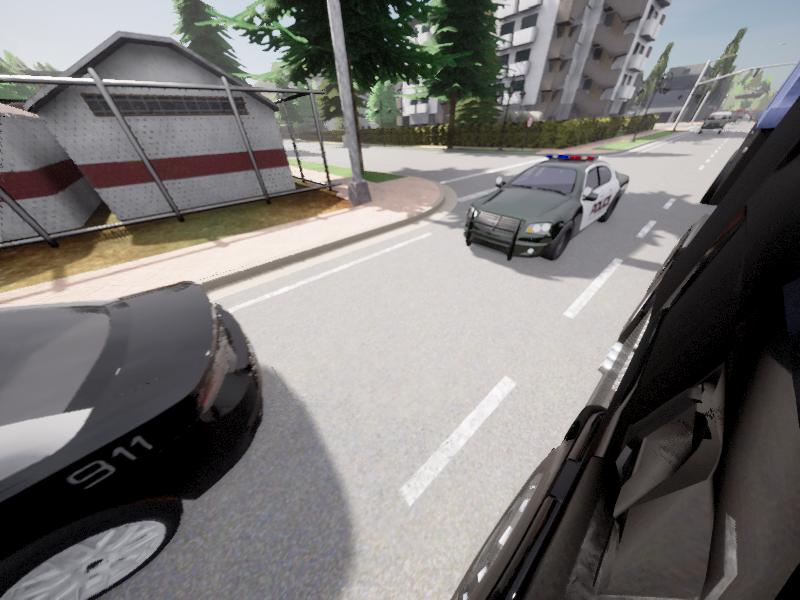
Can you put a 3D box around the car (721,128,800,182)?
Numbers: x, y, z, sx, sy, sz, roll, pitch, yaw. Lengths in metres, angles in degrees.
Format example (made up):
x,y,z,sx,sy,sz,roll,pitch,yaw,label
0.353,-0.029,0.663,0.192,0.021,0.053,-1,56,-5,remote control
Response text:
x,y,z,sx,sy,sz,roll,pitch,yaw,label
15.505,-6.102,9.531,3.806,1.475,1.970,-28,43,-29,car

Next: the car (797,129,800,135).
x,y,z,sx,sy,sz,roll,pitch,yaw,label
39.772,-16.496,21.639,5.366,1.575,1.801,-28,44,-30,car

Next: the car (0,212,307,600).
x,y,z,sx,sy,sz,roll,pitch,yaw,label
-3.456,1.298,0.794,5.238,1.638,1.930,-28,44,-30,car

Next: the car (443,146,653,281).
x,y,z,sx,sy,sz,roll,pitch,yaw,label
3.500,-2.407,5.353,4.974,1.542,2.038,-29,44,-30,car

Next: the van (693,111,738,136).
x,y,z,sx,sy,sz,roll,pitch,yaw,label
35.984,-20.142,26.361,4.480,2.038,2.069,-28,44,-30,van

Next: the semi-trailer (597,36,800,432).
x,y,z,sx,sy,sz,roll,pitch,yaw,label
8.723,-3.600,4.185,14.254,4.402,2.717,-28,44,-29,semi-trailer

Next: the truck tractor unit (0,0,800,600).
x,y,z,sx,sy,sz,roll,pitch,yaw,label
2.645,-0.295,0.351,6.516,4.208,3.053,-28,44,-30,truck tractor unit
